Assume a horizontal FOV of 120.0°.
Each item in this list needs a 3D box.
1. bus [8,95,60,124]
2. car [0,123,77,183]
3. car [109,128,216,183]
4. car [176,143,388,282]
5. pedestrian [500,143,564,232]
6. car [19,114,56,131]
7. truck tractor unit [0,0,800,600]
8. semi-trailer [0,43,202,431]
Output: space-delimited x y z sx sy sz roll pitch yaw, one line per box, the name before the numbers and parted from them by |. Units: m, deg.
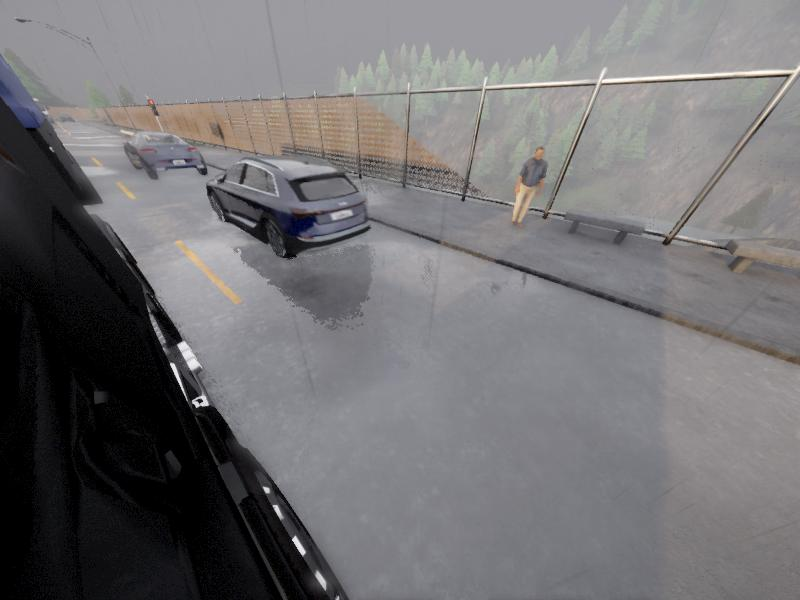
bus | -76.755 -39.929 48.688 10.273 4.253 3.944 27 43 30
car | -16.092 -6.409 9.855 5.238 1.638 1.930 28 44 30
car | -11.106 -6.877 10.786 5.027 1.651 2.152 28 44 30
car | -2.775 -2.431 5.362 4.856 1.649 2.033 29 44 30
pedestrian | 3.230 -2.794 5.809 0.751 1.860 0.751 17 39 19
car | -50.727 -24.883 32.382 5.027 1.651 2.152 28 44 30
truck tractor unit | -2.645 -0.295 0.351 6.516 4.208 3.053 28 44 30
semi-trailer | -8.697 -3.607 4.228 14.254 4.402 2.717 28 44 30
